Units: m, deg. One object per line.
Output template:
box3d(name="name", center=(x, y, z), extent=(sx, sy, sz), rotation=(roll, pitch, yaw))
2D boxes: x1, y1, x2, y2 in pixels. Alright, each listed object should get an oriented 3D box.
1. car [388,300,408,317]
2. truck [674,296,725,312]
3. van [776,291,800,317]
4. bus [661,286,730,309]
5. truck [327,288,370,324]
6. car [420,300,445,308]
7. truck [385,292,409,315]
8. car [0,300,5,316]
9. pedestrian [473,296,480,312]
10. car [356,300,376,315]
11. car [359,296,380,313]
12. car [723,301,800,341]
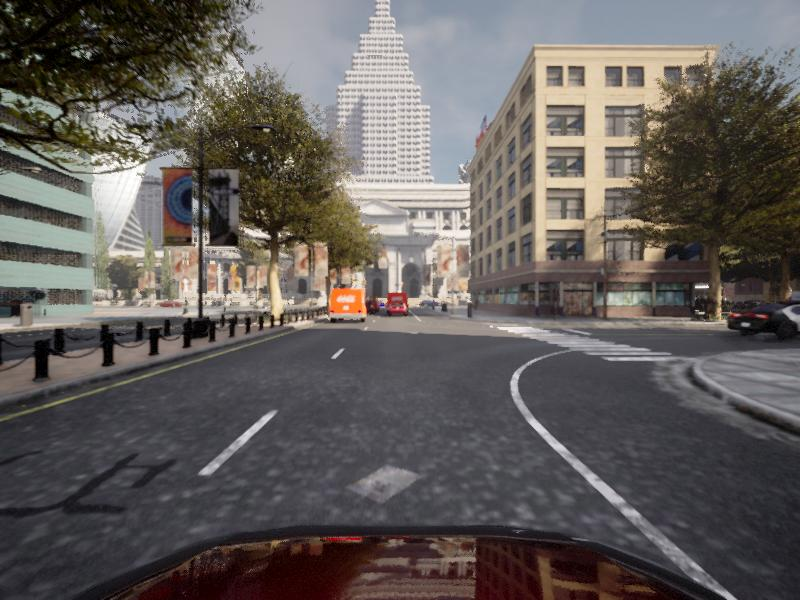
box3d(name="car", center=(-0.223, 0.787, 39.330), extent=(1.851, 1.617, 3.988), rotation=(0, 0, -1))
box3d(name="truck", center=(41.108, 0.543, 55.164), extent=(2.390, 2.098, 6.274), rotation=(0, 0, 0))
box3d(name="van", center=(37.750, 0.379, 35.749), extent=(2.351, 2.431, 6.366), rotation=(0, 0, 0))
box3d(name="bus", center=(55.679, -0.537, 75.588), extent=(10.273, 4.253, 3.944), rotation=(0, 0, 0))
box3d(name="truck", center=(-3.681, 0.373, 29.773), extent=(2.627, 2.467, 5.204), rotation=(0, 1, -1))
box3d(name="car", center=(6.372, 0.766, 78.875), extent=(4.856, 1.649, 2.033), rotation=(0, 0, 0))
box3d(name="truck", center=(-0.291, 0.355, 46.089), extent=(2.627, 2.467, 5.204), rotation=(0, 0, 0))
box3d(name="car", center=(-38.676, 0.713, 35.652), extent=(2.128, 1.511, 4.902), rotation=(0, 0, 0))
box3d(name="pedestrian", center=(9.403, 0.484, 49.399), extent=(0.751, 1.860, 0.751), rotation=(0, 0, 4))
box3d(name="car", center=(-3.777, 0.786, 44.840), extent=(1.851, 1.617, 3.988), rotation=(0, 0, 0))
box3d(name="car", center=(-3.842, 0.566, 51.607), extent=(2.150, 2.045, 5.566), rotation=(0, 0, 1))
box3d(name="car", center=(16.748, 0.825, 16.691), extent=(4.974, 1.542, 2.038), rotation=(0, 0, -3))
